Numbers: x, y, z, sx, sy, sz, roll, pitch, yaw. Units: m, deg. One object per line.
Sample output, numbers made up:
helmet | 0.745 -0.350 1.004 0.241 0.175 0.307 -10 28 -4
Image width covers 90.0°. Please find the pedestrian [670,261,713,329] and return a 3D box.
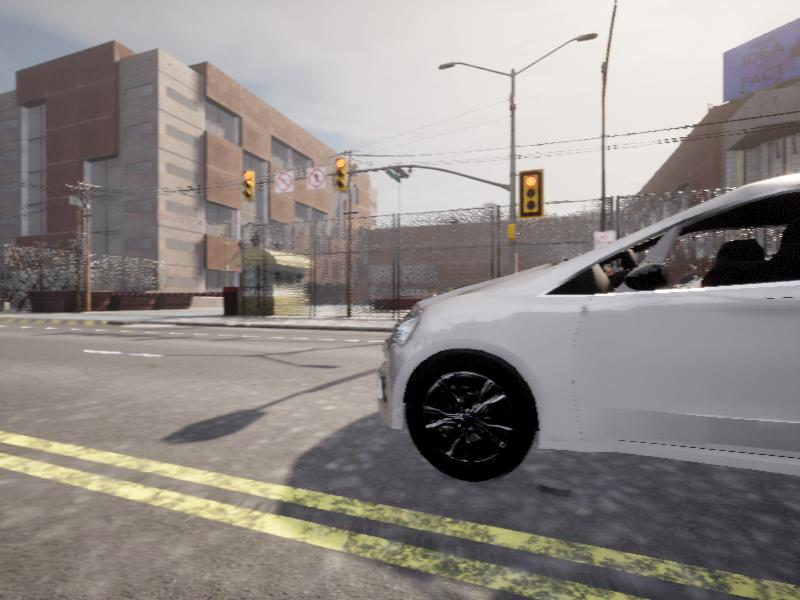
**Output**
pedestrian | 8.316 -0.137 11.447 0.751 1.860 0.751 0 0 11

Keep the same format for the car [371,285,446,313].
car | 0.611 -0.056 26.790 4.553 1.767 2.185 0 0 20

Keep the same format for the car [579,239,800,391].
car | 4.987 0.166 5.172 4.856 1.649 2.033 0 0 23

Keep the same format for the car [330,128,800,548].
car | 2.137 0.149 2.575 4.611 1.667 2.242 0 0 22

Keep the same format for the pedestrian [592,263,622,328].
pedestrian | 6.165 -0.139 11.949 0.751 1.860 0.751 0 0 22
